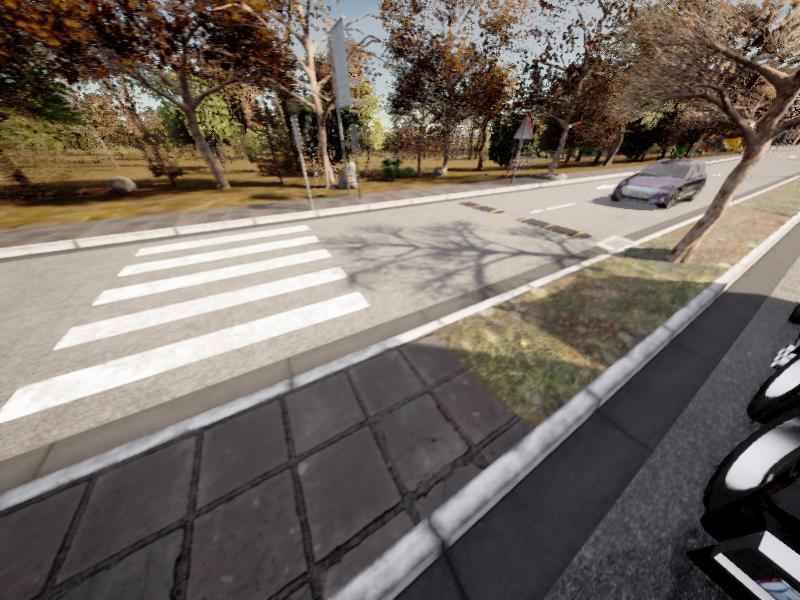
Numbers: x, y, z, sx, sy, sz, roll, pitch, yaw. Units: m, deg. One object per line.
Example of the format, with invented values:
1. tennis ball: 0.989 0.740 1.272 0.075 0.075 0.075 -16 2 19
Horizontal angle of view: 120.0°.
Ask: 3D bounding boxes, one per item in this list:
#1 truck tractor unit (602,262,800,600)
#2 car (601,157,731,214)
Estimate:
1. truck tractor unit: 5.109 -0.302 0.790 6.516 4.208 3.053 -18 39 -24
2. car: 11.543 -5.164 10.079 4.856 1.649 2.033 -18 39 -24
